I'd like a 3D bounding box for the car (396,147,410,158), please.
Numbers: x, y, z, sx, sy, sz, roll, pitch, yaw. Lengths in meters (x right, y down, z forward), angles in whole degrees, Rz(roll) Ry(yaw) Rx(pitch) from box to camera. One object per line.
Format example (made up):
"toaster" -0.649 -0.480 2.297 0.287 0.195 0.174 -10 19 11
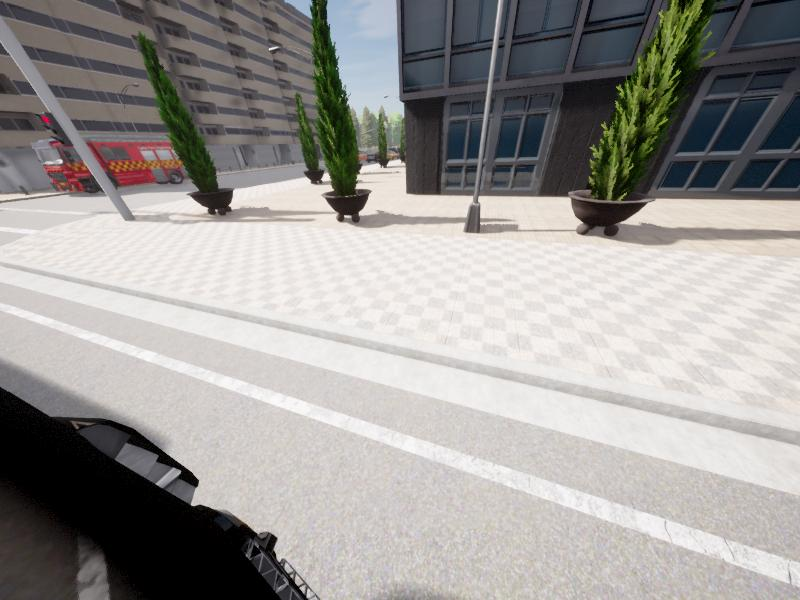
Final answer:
"car" 0.762 -32.212 50.477 1.905 1.878 3.866 9 35 17

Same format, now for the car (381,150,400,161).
"car" -1.706 -28.041 44.681 1.801 1.575 5.366 9 35 17

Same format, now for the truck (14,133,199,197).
"truck" -23.213 -11.557 19.531 2.891 3.827 8.468 9 35 17

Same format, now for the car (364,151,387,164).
"car" -4.029 -24.214 39.157 2.007 1.525 4.514 9 35 17

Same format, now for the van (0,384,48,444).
"van" -6.109 0.531 1.813 4.442 1.987 1.775 9 35 17
